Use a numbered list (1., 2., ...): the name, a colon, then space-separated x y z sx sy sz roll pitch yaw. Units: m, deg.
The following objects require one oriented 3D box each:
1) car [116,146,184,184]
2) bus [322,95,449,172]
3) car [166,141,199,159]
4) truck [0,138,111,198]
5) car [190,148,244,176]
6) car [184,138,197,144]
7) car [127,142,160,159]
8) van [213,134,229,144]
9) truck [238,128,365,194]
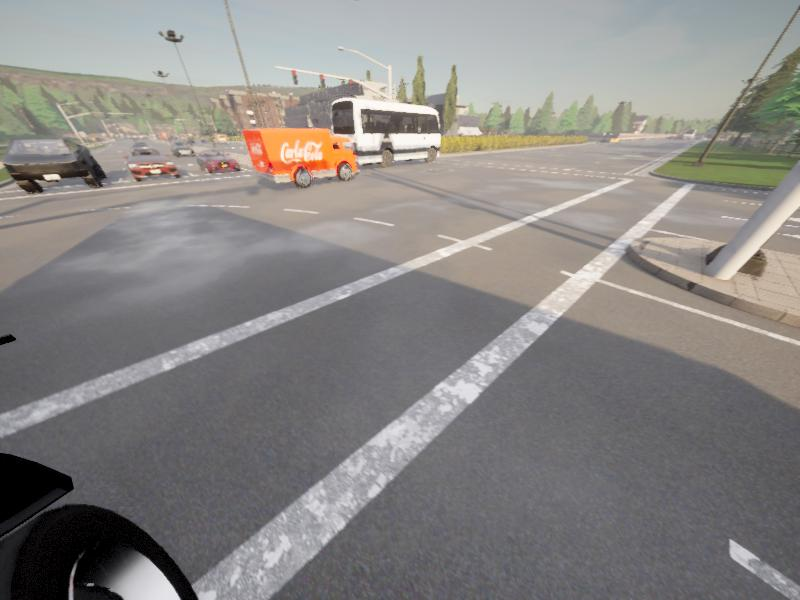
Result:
1. car: -15.916 -8.775 14.744 2.152 1.651 5.027 -29 44 -34
2. bus: -0.650 -13.995 19.756 3.944 4.253 10.273 30 45 35
3. car: -26.792 -18.521 28.370 2.033 1.649 4.856 -29 44 -34
4. truck: -17.732 -7.113 12.018 2.390 2.098 6.274 -29 44 -34
5. car: -13.558 -10.273 17.051 4.181 1.385 1.994 30 45 35
6. car: -63.877 -48.550 70.409 2.038 1.542 4.974 -30 45 -35
7. car: -30.956 -18.088 27.856 2.038 1.542 4.974 -29 44 -34
8. van: -54.868 -49.321 70.745 2.351 2.431 6.366 -27 44 -32
9. truck: -4.813 -7.568 12.312 2.627 2.467 5.204 28 44 33
